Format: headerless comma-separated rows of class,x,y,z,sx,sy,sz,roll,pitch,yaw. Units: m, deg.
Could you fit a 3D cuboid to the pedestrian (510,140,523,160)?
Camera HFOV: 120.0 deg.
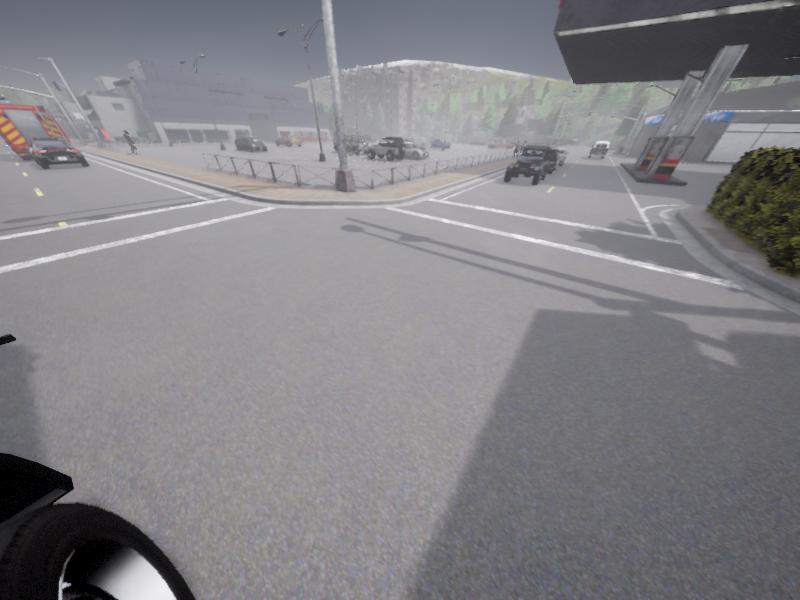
pedestrian,13.063,-16.839,25.887,0.751,1.860,0.751,22,41,26

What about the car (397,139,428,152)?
car,1.895,-24.112,35.959,4.514,1.523,2.007,23,41,27

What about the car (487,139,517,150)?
car,20.724,-31.692,47.117,5.027,1.636,2.152,23,41,27

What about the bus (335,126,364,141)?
bus,-18.424,-61.183,84.971,10.273,4.253,3.944,22,41,27

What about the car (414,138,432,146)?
car,5.508,-38.162,55.779,3.806,1.475,1.970,23,41,27

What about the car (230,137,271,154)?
car,-18.000,-18.691,27.834,4.514,1.523,2.007,23,41,27

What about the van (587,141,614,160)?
van,27.408,-20.590,31.675,2.069,2.038,4.480,23,41,27

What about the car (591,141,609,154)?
car,37.165,-28.444,43.017,1.905,1.878,3.866,23,40,27

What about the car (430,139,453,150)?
car,7.651,-28.779,42.663,3.633,1.501,1.845,23,41,27

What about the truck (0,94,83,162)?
truck,-29.789,-13.640,18.480,8.468,3.827,2.891,23,41,27

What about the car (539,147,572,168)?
car,15.388,-14.155,22.848,1.970,1.475,3.806,23,41,27

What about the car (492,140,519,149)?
car,22.477,-33.178,49.253,4.514,1.523,2.007,23,41,27

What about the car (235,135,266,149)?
car,-21.680,-22.901,33.477,3.806,1.475,1.970,23,41,27

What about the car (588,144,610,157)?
car,31.389,-23.613,36.442,2.007,1.525,4.514,23,41,27

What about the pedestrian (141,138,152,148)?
pedestrian,-35.390,-21.959,32.237,0.500,1.100,0.500,23,41,27

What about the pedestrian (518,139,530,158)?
pedestrian,15.305,-18.706,28.553,0.751,1.860,0.751,22,41,27

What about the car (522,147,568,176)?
car,11.739,-11.255,18.575,2.033,1.649,4.856,23,41,27

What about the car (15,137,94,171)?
car,-22.517,-9.615,15.053,4.974,1.542,2.038,23,41,27

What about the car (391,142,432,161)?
car,1.151,-15.538,24.106,3.806,1.475,1.970,23,41,27

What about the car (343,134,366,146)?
car,-9.617,-33.666,48.588,4.605,1.855,1.932,23,41,27

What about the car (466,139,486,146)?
car,21.989,-45.750,67.038,4.792,1.488,2.163,22,41,27

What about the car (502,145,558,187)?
car,8.015,-8.340,14.183,1.905,1.878,3.866,23,41,27

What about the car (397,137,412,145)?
car,1.132,-42.135,61.165,3.633,1.501,1.845,23,41,27

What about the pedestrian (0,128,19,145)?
pedestrian,-53.189,-22.131,31.275,0.751,1.860,0.751,-27,44,-33

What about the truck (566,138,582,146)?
truck,61.567,-56.092,82.049,2.390,2.098,6.274,10,37,12

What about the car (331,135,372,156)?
car,-5.817,-18.662,27.803,4.605,1.855,1.932,23,41,27

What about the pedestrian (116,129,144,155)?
pedestrian,-23.966,-13.990,20.518,0.751,1.860,0.751,25,42,29

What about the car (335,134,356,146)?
car,-10.942,-32.174,46.436,3.866,1.878,1.905,23,41,27

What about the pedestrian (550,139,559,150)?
pedestrian,31.870,-32.096,47.679,0.751,1.860,0.751,23,41,27

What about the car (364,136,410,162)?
car,-1.249,-14.416,21.987,3.866,1.878,1.905,23,41,27

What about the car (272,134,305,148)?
car,-18.269,-26.094,37.889,5.027,1.636,2.152,23,41,27

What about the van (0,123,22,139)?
van,-79.055,-33.999,46.469,5.915,2.561,1.988,23,41,27
